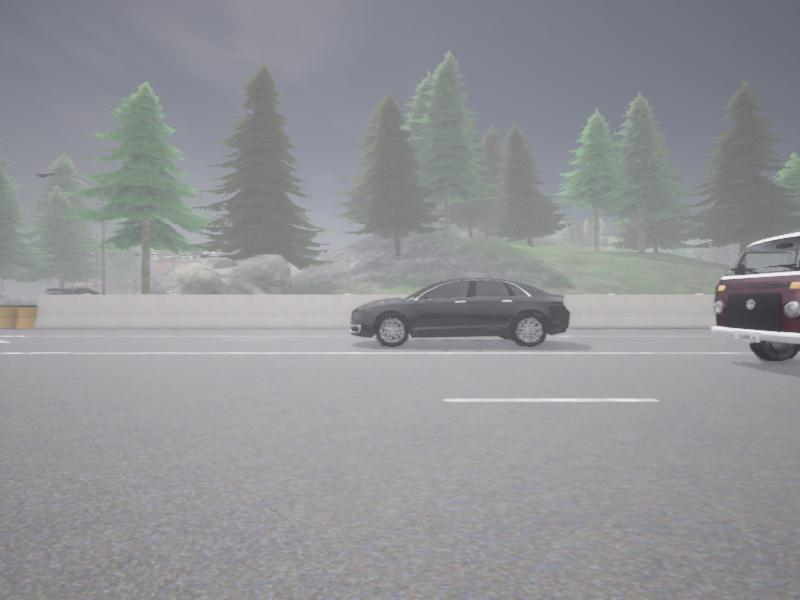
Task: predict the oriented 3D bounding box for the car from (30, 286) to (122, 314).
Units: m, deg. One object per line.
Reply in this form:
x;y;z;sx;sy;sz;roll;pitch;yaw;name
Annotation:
-20.891;-0.007;26.118;2.033;1.649;4.856;0;1;1;car

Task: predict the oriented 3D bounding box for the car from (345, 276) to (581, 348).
1.307;0.244;9.198;4.892;1.490;1.837;0;0;0;car

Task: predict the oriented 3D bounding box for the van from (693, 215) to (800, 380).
7.169;-0.032;5.681;4.480;2.038;2.069;0;0;0;van
